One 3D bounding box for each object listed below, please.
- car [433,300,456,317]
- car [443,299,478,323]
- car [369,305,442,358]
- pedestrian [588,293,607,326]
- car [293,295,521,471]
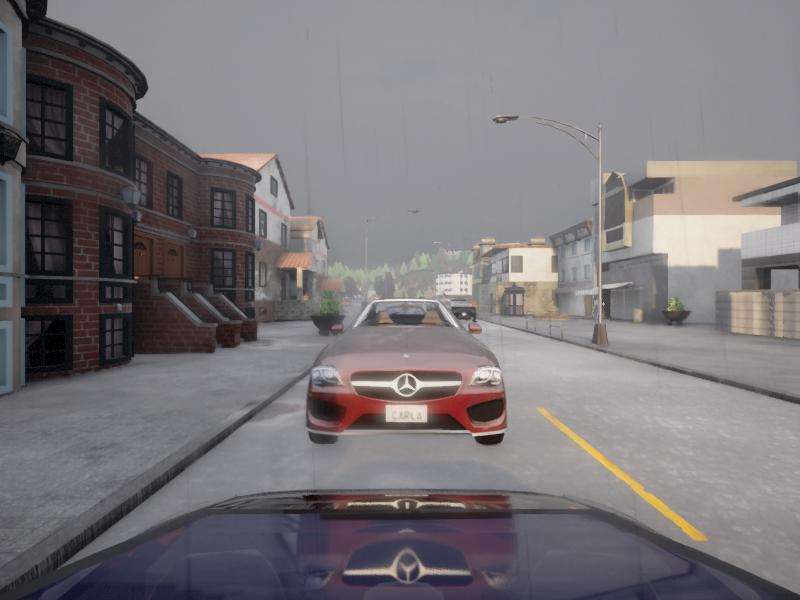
[{"bbox_3d":[4.517,0.801,41.062,1.801,1.575,5.366,0,0,1],"label":"car"},{"bbox_3d":[4.377,0.771,29.696,1.930,1.638,5.238,0,0,1],"label":"car"},{"bbox_3d":[0.180,0.895,13.768,2.033,1.411,5.357,0,0,1],"label":"car"},{"bbox_3d":[11.366,0.547,23.051,0.751,1.860,0.751,0,0,-1],"label":"pedestrian"},{"bbox_3d":[0.089,0.781,6.286,2.152,1.651,5.027,0,0,1],"label":"car"}]
